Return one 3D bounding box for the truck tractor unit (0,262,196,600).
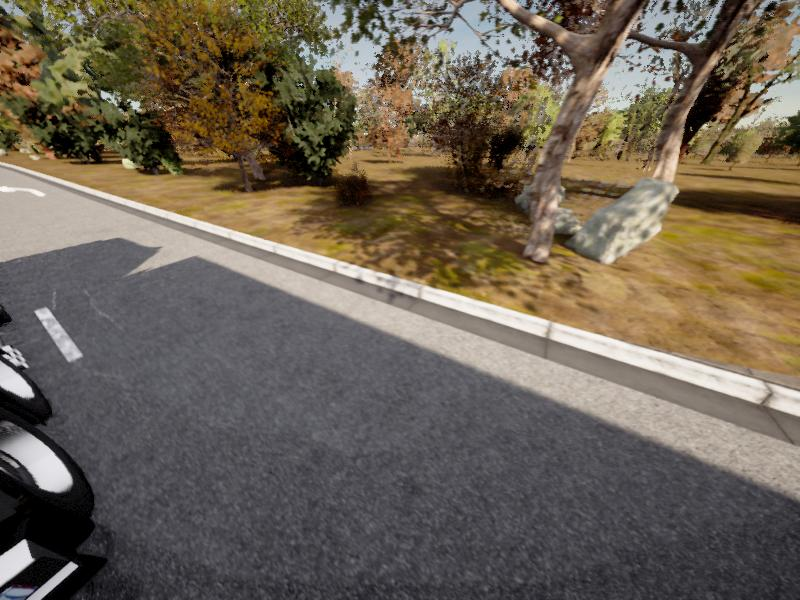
[{"bbox_3d":[-5.107,-0.303,0.789,6.516,4.208,3.053,18,39,24],"label":"truck tractor unit"}]
